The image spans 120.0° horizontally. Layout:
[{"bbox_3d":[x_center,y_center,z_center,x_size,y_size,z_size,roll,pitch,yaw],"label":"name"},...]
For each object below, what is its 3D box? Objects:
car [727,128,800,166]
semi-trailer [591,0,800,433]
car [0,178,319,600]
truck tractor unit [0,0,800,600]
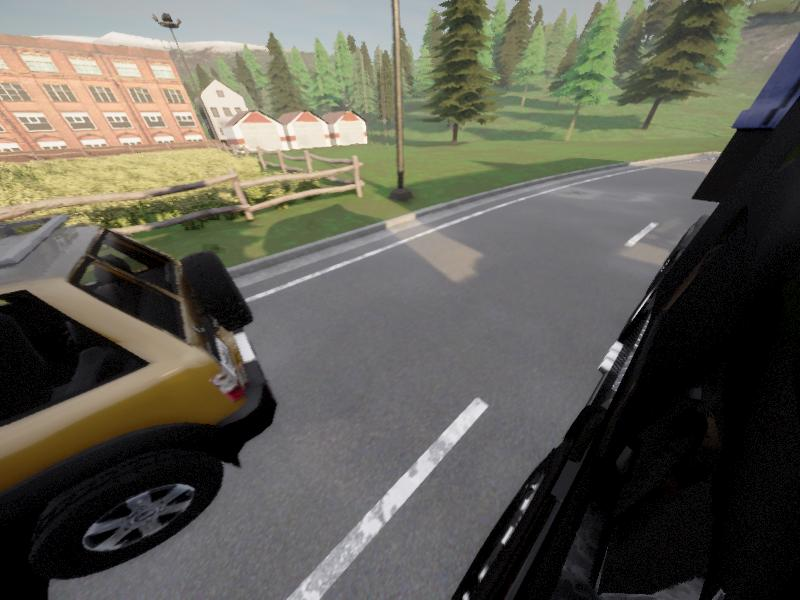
[{"bbox_3d":[20.211,-7.984,11.949,4.181,1.385,1.994,-12,38,-13],"label":"car"},{"bbox_3d":[9.158,-3.239,3.721,14.254,4.402,2.717,-22,41,-24],"label":"semi-trailer"},{"bbox_3d":[-3.127,0.982,0.935,4.605,1.855,1.932,-29,44,-30],"label":"car"},{"bbox_3d":[2.645,-0.295,0.351,6.516,4.208,3.053,-28,44,-30],"label":"truck tractor unit"}]
